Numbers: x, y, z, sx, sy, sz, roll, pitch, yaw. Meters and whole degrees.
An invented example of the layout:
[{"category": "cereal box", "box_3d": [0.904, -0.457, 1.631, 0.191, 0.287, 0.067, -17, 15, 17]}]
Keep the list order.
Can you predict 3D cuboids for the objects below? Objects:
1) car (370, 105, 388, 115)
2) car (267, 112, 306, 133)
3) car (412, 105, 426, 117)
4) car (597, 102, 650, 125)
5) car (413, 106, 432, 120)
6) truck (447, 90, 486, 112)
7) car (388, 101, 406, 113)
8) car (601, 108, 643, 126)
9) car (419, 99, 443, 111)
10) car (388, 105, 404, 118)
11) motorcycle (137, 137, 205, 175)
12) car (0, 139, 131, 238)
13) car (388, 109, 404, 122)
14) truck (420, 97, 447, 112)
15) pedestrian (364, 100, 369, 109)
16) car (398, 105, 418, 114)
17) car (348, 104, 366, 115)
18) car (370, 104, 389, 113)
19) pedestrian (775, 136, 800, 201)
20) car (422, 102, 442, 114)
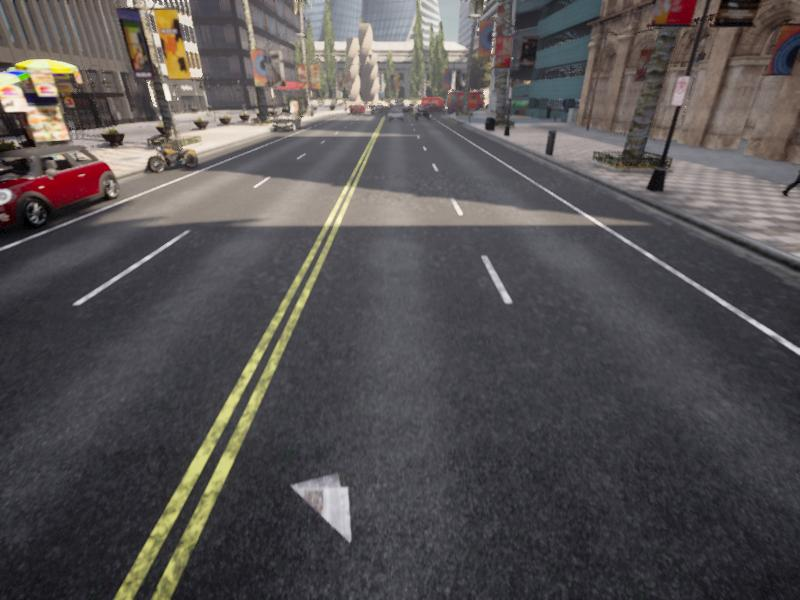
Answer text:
[{"category": "car", "box_3d": [-3.455, -31.596, 66.462, 1.812, 1.442, 4.674, 5, 28, 9]}, {"category": "car", "box_3d": [-10.434, -16.593, 37.193, 2.231, 1.521, 4.892, 0, 27, -1]}, {"category": "car", "box_3d": [3.008, -29.453, 62.191, 1.801, 1.575, 5.366, 3, 27, 6]}, {"category": "car", "box_3d": [24.385, -20.600, 44.001, 2.435, 2.045, 5.566, 0, 27, -1]}, {"category": "car", "box_3d": [2.953, -25.102, 53.766, 2.128, 1.511, 4.902, 0, 27, 0]}, {"category": "truck", "box_3d": [13.543, -40.618, 81.396, 8.468, 3.827, 2.891, -23, 35, -38]}, {"category": "car", "box_3d": [-0.517, -36.104, 74.762, 1.905, 1.878, 3.866, 10, 29, 19]}, {"category": "car", "box_3d": [24.386, -20.225, 44.128, 2.007, 1.523, 4.514, 0, 27, -1]}, {"category": "car", "box_3d": [6.539, -41.121, 84.334, 2.150, 2.045, 5.566, 21, 34, 34]}, {"category": "car", "box_3d": [-0.566, -28.659, 60.620, 2.038, 1.542, 4.974, 2, 28, 3]}, {"category": "motorcycle", "box_3d": [-10.056, -6.383, 17.687, 0.764, 1.277, 2.356, 14, 31, 26]}, {"category": "car", "box_3d": [-10.127, -3.270, 11.015, 2.185, 1.767, 4.553, 0, 27, -1]}, {"category": "car", "box_3d": [-0.520, -23.778, 51.426, 1.895, 1.301, 4.718, 0, 27, -1]}, {"category": "truck", "box_3d": [6.709, -38.877, 79.497, 2.627, 2.467, 5.204, 21, 34, 34]}, {"category": "pedestrian", "box_3d": [-7.095, -41.190, 84.275, 0.751, 1.860, 0.751, 12, 30, 22]}, {"category": "car", "box_3d": [1.440, -33.761, 70.824, 1.895, 1.301, 4.718, 10, 29, 19]}, {"category": "car", "box_3d": [-7.055, -31.470, 66.117, 1.882, 1.535, 5.008, 3, 27, 6]}, {"category": "car", "box_3d": [-3.838, -36.368, 75.891, 1.895, 1.301, 4.718, 10, 29, 19]}, {"category": "pedestrian", "box_3d": [12.226, -3.956, 11.886, 0.751, 1.860, 0.751, -1, 27, -1]}, {"category": "car", "box_3d": [5.799, -34.677, 72.080, 2.097, 1.767, 4.553, 12, 30, 22]}]
